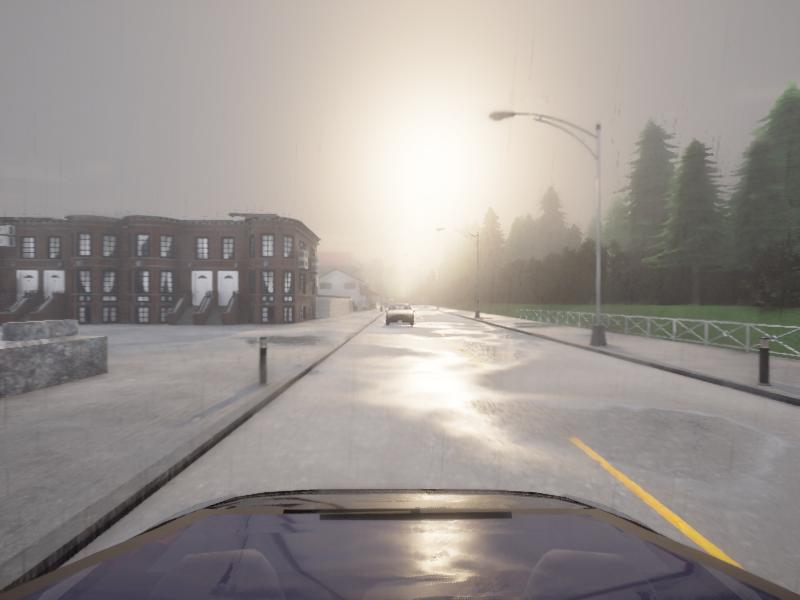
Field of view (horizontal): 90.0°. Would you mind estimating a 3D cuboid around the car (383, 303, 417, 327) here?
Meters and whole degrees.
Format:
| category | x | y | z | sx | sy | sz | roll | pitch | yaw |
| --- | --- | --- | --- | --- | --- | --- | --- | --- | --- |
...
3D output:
| category | x | y | z | sx | sy | sz | roll | pitch | yaw |
| --- | --- | --- | --- | --- | --- | --- | --- | --- | --- |
| car | 0.002 | 0.949 | 26.946 | 2.033 | 1.411 | 5.357 | 0 | 0 | 0 |
